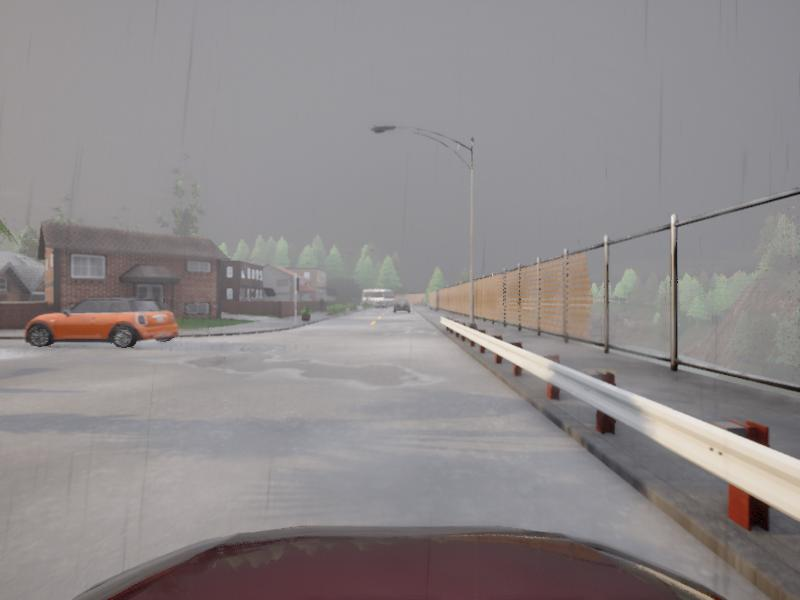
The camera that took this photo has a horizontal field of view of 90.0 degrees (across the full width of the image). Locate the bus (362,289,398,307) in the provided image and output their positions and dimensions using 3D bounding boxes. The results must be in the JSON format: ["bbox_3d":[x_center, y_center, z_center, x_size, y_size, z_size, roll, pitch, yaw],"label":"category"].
[{"bbox_3d":[-5.064,-0.460,98.182,3.944,4.253,10.273,0,0,-36],"label":"bus"}]

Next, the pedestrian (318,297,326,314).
[{"bbox_3d":[-8.647,0.569,44.251,0.751,1.860,0.751,0,0,-3],"label":"pedestrian"}]

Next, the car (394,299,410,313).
[{"bbox_3d":[0.249,0.738,53.409,2.097,1.767,4.553,0,0,0],"label":"car"}]

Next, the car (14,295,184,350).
[{"bbox_3d":[-10.403,0.706,14.057,4.553,1.767,2.097,0,0,6],"label":"car"}]
